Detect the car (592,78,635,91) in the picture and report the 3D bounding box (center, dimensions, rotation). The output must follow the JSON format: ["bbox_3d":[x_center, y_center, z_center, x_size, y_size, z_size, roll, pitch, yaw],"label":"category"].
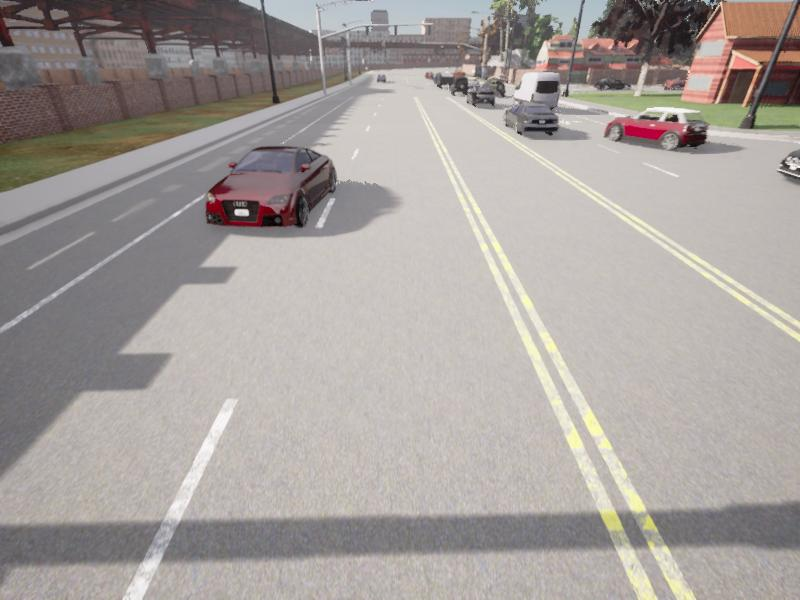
[{"bbox_3d":[30.158,-30.539,56.609,4.892,1.490,1.837,-1,30,-1],"label":"car"}]

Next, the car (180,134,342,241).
[{"bbox_3d":[-2.918,-2.896,9.568,1.994,1.385,4.181,3,31,6],"label":"car"}]

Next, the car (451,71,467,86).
[{"bbox_3d":[10.434,-39.457,71.174,2.150,2.045,5.566,0,31,0],"label":"car"}]

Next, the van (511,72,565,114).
[{"bbox_3d":[10.430,-16.078,30.900,1.988,2.561,5.915,0,30,0],"label":"van"}]

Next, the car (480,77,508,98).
[{"bbox_3d":[10.449,-23.787,44.701,1.932,1.855,4.605,0,30,0],"label":"car"}]

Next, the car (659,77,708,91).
[{"bbox_3d":[40.212,-30.726,56.800,5.027,1.651,2.152,-1,30,-1],"label":"car"}]

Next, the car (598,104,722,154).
[{"bbox_3d":[11.094,-7.546,17.395,1.970,1.475,3.806,-15,33,-23],"label":"car"}]

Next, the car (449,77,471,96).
[{"bbox_3d":[6.958,-25.025,46.807,1.905,1.878,3.866,0,30,0],"label":"car"}]

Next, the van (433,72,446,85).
[{"bbox_3d":[6.934,-39.401,71.135,1.775,1.987,4.442,0,31,0],"label":"van"}]

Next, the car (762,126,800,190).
[{"bbox_3d":[13.738,-3.946,11.235,4.892,1.490,1.837,2,31,3],"label":"car"}]

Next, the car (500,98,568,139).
[{"bbox_3d":[6.808,-9.621,21.017,2.033,1.411,5.357,1,30,2],"label":"car"}]

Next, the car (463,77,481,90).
[{"bbox_3d":[10.446,-31.552,58.321,1.970,1.475,3.806,0,30,0],"label":"car"}]

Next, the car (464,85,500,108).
[{"bbox_3d":[6.969,-17.639,34.581,2.128,1.511,4.902,0,30,0],"label":"car"}]

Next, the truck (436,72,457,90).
[{"bbox_3d":[6.943,-33.235,60.575,2.390,2.098,6.274,0,31,0],"label":"truck"}]
